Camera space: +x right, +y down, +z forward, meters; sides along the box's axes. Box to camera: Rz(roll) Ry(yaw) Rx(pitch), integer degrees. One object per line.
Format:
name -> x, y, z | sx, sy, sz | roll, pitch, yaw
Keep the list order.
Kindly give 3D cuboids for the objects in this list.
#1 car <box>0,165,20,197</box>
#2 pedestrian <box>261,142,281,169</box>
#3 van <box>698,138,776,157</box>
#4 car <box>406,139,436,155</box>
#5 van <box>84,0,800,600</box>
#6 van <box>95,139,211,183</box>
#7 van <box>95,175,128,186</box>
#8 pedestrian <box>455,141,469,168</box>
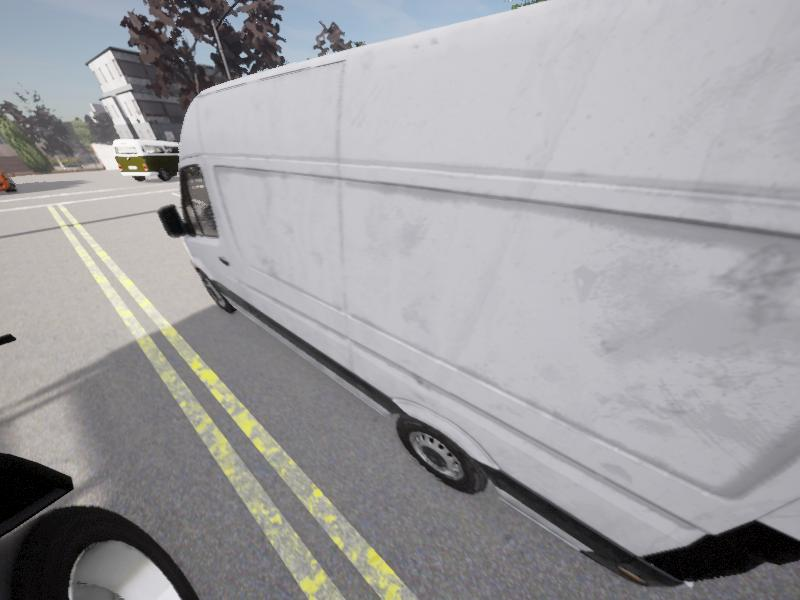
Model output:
car -> -19.829, -5.811, 10.416 | 4.553, 1.767, 2.097 | 22, 41, 28
pedestrian -> -10.774, -12.120, 19.340 | 0.751, 1.860, 0.751 | 18, 39, 23
van -> 53.591, -24.586, 37.121 | 6.366, 2.431, 2.351 | 23, 41, 29
car -> 3.386, -24.502, 36.897 | 2.150, 2.045, 5.566 | 23, 41, 28
van -> -0.582, -0.645, 2.611 | 5.915, 2.561, 1.988 | 22, 41, 28
van -> -14.812, -8.714, 14.436 | 2.069, 2.038, 4.480 | 0, 33, -1
van -> -71.936, -29.874, 57.714 | 1.775, 1.987, 4.442 | 22, 41, 28
pedestrian -> 5.069, -11.907, 18.920 | 0.751, 1.860, 0.751 | 2, 35, 2
